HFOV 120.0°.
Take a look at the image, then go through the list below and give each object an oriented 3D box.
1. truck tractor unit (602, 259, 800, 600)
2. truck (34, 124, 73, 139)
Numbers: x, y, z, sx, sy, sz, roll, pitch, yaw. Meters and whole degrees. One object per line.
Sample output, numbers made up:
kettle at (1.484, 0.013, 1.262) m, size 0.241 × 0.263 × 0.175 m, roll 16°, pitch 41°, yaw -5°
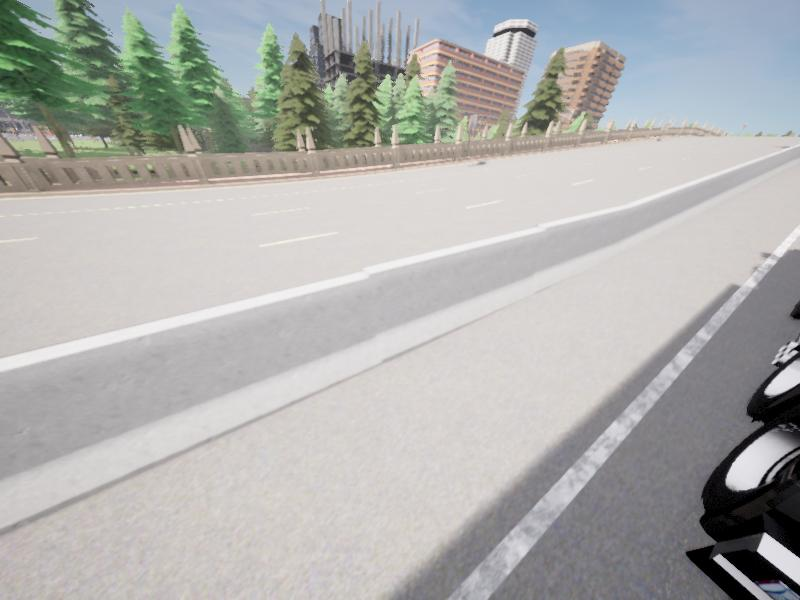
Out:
truck tractor unit at (5.089, -0.326, 0.767) m, size 6.516 × 4.208 × 3.053 m, roll -19°, pitch 40°, yaw -24°
truck at (-80.119, -38.905, 53.594) m, size 2.627 × 2.467 × 5.204 m, roll -13°, pitch 37°, yaw -26°
